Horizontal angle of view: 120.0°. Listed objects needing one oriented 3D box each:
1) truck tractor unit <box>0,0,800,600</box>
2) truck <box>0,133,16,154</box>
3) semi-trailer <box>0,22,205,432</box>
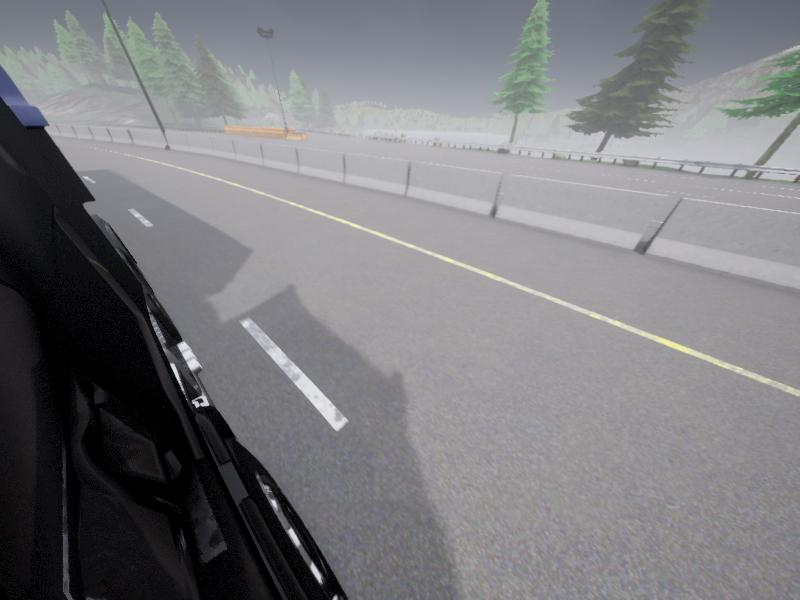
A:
[{"bbox_3d":[-2.645,-0.295,0.351,6.516,4.208,3.053,28,44,30],"label":"truck tractor unit"},{"bbox_3d":[-28.022,-10.783,14.423,5.204,2.467,2.627,21,40,21],"label":"truck"},{"bbox_3d":[-8.905,-3.437,4.042,14.254,4.402,2.717,26,43,28],"label":"semi-trailer"}]
